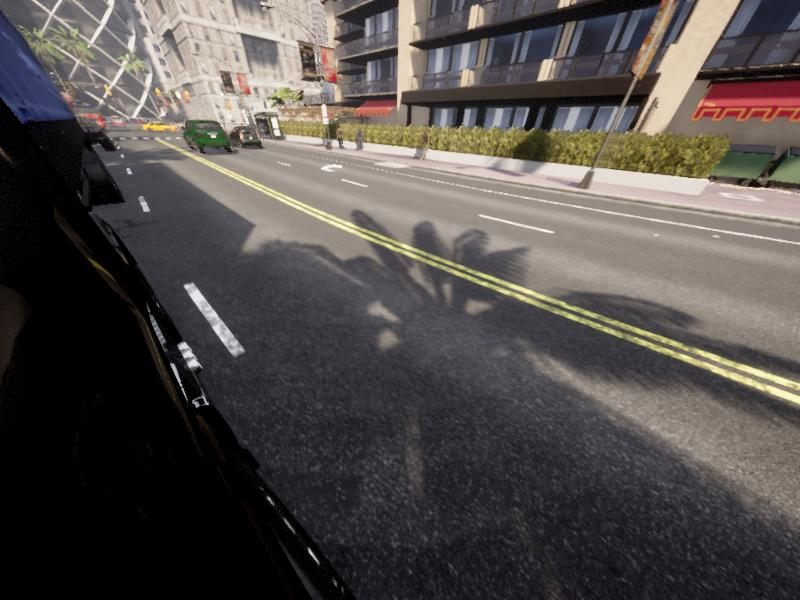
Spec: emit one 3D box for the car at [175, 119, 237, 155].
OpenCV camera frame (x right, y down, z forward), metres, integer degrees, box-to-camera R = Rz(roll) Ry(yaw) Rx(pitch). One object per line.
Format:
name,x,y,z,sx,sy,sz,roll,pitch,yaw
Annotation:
car,-15.489,-13.047,18.365,5.566,2.045,2.150,32,46,33

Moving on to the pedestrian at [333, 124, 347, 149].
pedestrian,-5.553,-15.150,21.450,0.751,1.860,0.751,-21,43,-28

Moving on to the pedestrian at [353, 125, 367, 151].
pedestrian,-3.496,-14.200,20.293,0.751,1.860,0.751,31,46,33

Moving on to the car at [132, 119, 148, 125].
car,-78.576,-53.890,69.835,1.994,1.385,4.181,-18,42,-25

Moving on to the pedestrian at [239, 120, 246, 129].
pedestrian,-40.066,-44.726,58.824,0.751,1.860,0.751,30,45,32

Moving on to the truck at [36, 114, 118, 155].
truck,-23.153,-12.025,16.627,6.274,2.098,2.390,29,45,30

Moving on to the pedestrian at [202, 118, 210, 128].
pedestrian,-48.880,-44.527,58.161,0.751,1.860,0.751,29,45,31

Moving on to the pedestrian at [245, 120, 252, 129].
pedestrian,-37.768,-43.725,57.610,0.751,1.860,0.751,23,42,26

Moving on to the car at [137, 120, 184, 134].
car,-39.028,-28.273,37.729,5.366,1.575,1.801,3,37,2

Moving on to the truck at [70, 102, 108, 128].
truck,-63.203,-37.699,47.181,2.891,3.827,8.468,-30,48,-35

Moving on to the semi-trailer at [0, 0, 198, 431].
semi-trailer,-8.475,-3.734,4.453,14.254,4.402,2.717,31,46,32

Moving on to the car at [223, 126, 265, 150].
car,-14.806,-15.439,21.910,3.988,1.617,1.851,32,46,33

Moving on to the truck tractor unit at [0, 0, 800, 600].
truck tractor unit,-2.645,-0.295,0.352,6.516,4.208,3.053,28,44,30

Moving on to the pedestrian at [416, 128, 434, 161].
pedestrian,1.710,-10.767,16.009,0.751,1.860,0.751,31,46,33

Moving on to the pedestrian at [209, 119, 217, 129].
pedestrian,-44.858,-42.335,55.457,0.751,1.860,0.751,24,43,27
